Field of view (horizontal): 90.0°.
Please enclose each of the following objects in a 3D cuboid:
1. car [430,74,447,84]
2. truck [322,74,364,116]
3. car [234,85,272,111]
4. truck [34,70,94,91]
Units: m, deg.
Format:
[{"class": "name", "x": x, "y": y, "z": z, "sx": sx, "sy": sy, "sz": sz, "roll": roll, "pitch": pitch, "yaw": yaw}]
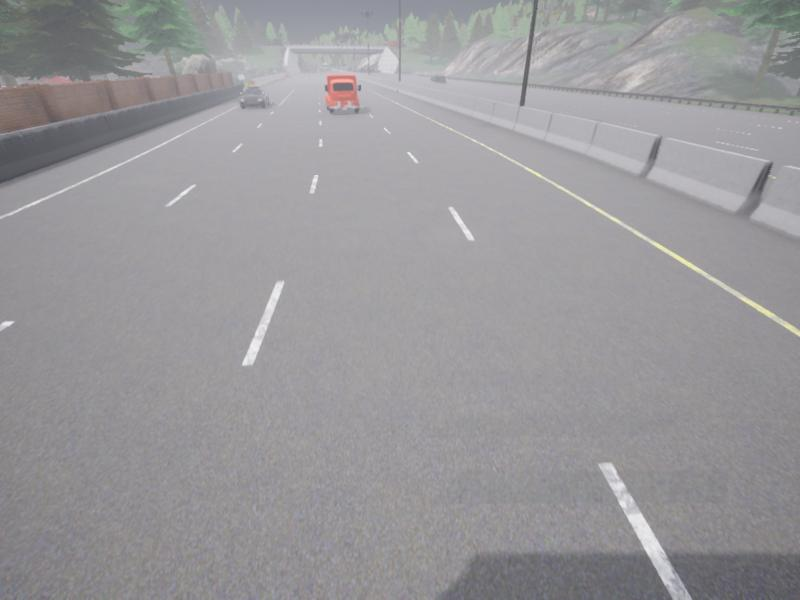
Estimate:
[{"class": "car", "x": 7.344, "y": -42.669, "z": 77.071, "sx": 1.882, "sy": 1.535, "sz": 5.008, "roll": -5, "pitch": 31, "yaw": -9}, {"class": "truck", "x": -4.291, "y": -15.269, "z": 29.577, "sx": 2.627, "sy": 2.467, "sz": 5.204, "roll": -5, "pitch": 31, "yaw": -9}, {"class": "car", "x": -12.093, "y": -16.842, "z": 33.232, "sx": 2.038, "sy": 1.542, "sz": 4.974, "roll": -5, "pitch": 31, "yaw": -8}, {"class": "truck", "x": -46.093, "y": -30.310, "z": 55.115, "sx": 5.204, "sy": 2.467, "sz": 2.627, "roll": -5, "pitch": 31, "yaw": -8}]
